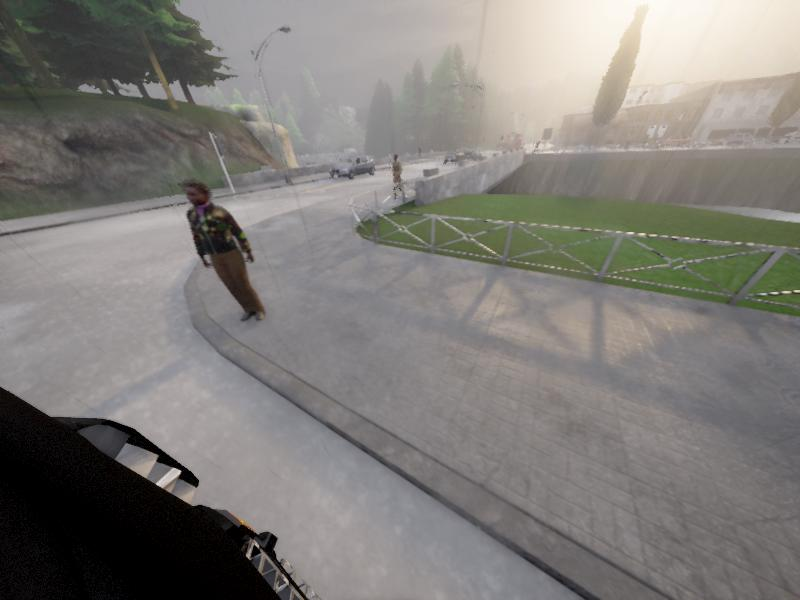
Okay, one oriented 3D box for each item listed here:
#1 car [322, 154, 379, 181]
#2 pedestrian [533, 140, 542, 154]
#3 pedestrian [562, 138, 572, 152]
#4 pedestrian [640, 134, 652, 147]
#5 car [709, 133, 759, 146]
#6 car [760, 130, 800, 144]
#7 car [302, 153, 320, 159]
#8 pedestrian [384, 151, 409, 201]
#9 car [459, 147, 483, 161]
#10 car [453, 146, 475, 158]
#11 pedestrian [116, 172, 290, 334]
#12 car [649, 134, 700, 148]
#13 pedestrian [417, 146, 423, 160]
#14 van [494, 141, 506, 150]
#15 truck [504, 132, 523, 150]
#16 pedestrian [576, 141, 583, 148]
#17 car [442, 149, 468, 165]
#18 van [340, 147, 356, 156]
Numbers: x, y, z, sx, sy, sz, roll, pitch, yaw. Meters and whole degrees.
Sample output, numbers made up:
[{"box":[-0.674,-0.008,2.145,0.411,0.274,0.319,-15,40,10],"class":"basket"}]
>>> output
[{"box":[-4.139,-11.665,20.231,2.242,1.667,4.611,16,38,26],"class":"car"},{"box":[22.977,-25.565,38.560,0.751,1.860,0.751,16,38,26],"class":"pedestrian"},{"box":[27.770,-25.719,38.419,0.751,1.860,0.751,13,37,23],"class":"pedestrian"},{"box":[44.845,-29.108,42.166,0.751,1.860,0.751,17,38,27],"class":"pedestrian"},{"box":[52.226,-25.149,36.236,3.806,1.475,1.970,16,38,26],"class":"car"},{"box":[57.530,-23.708,33.517,5.238,1.638,1.930,16,38,26],"class":"car"},{"box":[-28.641,-46.539,74.576,2.163,1.488,4.792,16,38,26],"class":"car"},{"box":[-0.129,-5.466,10.212,0.751,1.860,0.751,16,38,26],"class":"pedestrian"},{"box":[10.757,-22.027,34.731,2.038,1.542,4.974,16,38,26],"class":"car"},{"box":[11.790,-27.250,42.392,2.033,1.649,4.856,18,39,28],"class":"car"},{"box":[-2.222,-0.525,2.964,0.751,1.860,0.751,-2,34,2],"class":"pedestrian"},{"box":[46.328,-26.886,39.166,5.027,1.651,2.152,16,38,26],"class":"car"},{"box":[3.282,-24.225,38.076,0.751,1.860,0.751,24,42,34],"class":"pedestrian"},{"box":[29.114,-45.004,67.285,2.069,2.038,4.480,16,38,26],"class":"van"},{"box":[30.931,-43.157,62.755,2.891,3.827,8.468,16,38,26],"class":"truck"},{"box":[38.540,-33.321,49.500,0.751,1.300,0.751,22,41,32],"class":"pedestrian"},{"box":[7.029,-18.284,29.461,1.816,1.474,4.193,16,38,26],"class":"car"},{"box":[-20.642,-59.402,92.366,2.351,2.431,6.366,16,38,26],"class":"van"}]
